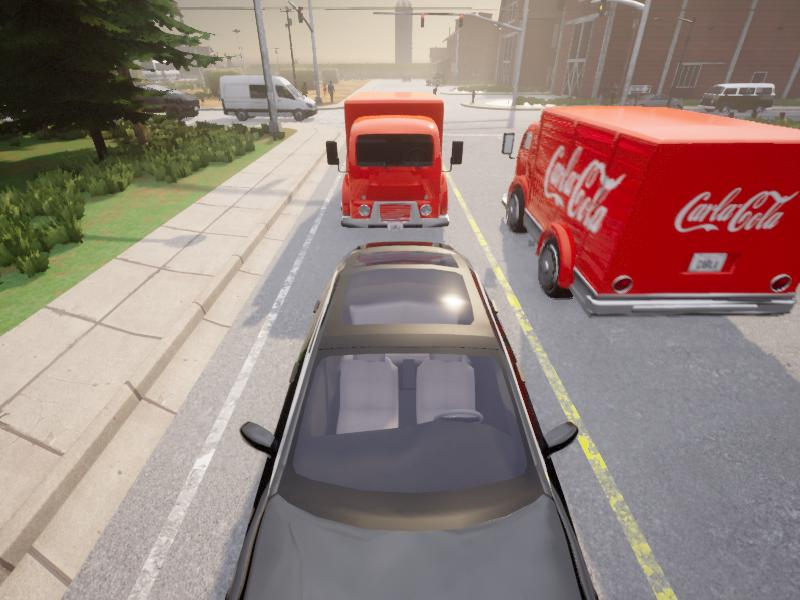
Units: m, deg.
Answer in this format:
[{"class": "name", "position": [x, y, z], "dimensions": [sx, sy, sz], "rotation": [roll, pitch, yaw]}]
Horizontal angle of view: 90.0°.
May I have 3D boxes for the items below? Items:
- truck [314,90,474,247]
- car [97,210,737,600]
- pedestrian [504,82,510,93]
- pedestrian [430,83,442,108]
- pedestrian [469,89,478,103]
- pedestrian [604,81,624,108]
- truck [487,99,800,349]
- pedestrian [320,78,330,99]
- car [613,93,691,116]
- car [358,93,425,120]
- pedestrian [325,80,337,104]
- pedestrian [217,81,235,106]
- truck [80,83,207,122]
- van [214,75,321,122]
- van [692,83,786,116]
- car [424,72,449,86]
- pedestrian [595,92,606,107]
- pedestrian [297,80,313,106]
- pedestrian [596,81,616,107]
[{"class": "truck", "position": [-0.138, -3.422, 9.427], "dimensions": [2.627, 2.467, 5.204], "rotation": [-1, 30, -1]}, {"class": "car", "position": [0.056, 0.761, 3.240], "dimensions": [2.128, 1.511, 4.902], "rotation": [0, 30, 0]}, {"class": "pedestrian", "position": [12.864, -25.471, 47.985], "dimensions": [0.500, 1.100, 0.500], "rotation": [7, 31, 12]}, {"class": "pedestrian", "position": [2.977, -16.967, 33.197], "dimensions": [0.751, 1.860, 0.751], "rotation": [-2, 30, -4]}, {"class": "pedestrian", "position": [6.624, -18.384, 36.077], "dimensions": [0.500, 1.100, 0.500], "rotation": [-19, 35, -29]}, {"class": "pedestrian", "position": [17.340, -16.664, 32.436], "dimensions": [0.751, 1.860, 0.751], "rotation": [-6, 31, -11]}, {"class": "truck", "position": [3.412, -1.768, 6.597], "dimensions": [2.627, 2.467, 5.204], "rotation": [0, 30, -1]}, {"class": "pedestrian", "position": [-7.604, -21.464, 40.591], "dimensions": [0.751, 1.860, 0.751], "rotation": [-11, 32, -18]}, {"class": "car", "position": [18.373, -14.350, 29.312], "dimensions": [4.181, 1.385, 1.994], "rotation": [0, 30, 0]}, {"class": "car", "position": [-0.584, -13.476, 27.774], "dimensions": [4.181, 1.385, 1.994], "rotation": [-15, 34, -24]}, {"class": "pedestrian", "position": [-6.063, -18.404, 35.357], "dimensions": [0.751, 1.860, 0.751], "rotation": [-10, 32, -17]}, {"class": "pedestrian", "position": [-14.573, -17.302, 33.500], "dimensions": [0.751, 1.860, 0.751], "rotation": [2, 30, 3]}, {"class": "truck", "position": [-16.488, -12.915, 26.103], "dimensions": [6.274, 2.098, 2.390], "rotation": [0, 30, 0]}, {"class": "van", "position": [-8.418, -13.098, 25.989], "dimensions": [5.915, 2.561, 1.988], "rotation": [0, 30, 0]}, {"class": "van", "position": [24.556, -14.638, 29.141], "dimensions": [4.480, 2.038, 2.069], "rotation": [0, 30, 0]}, {"class": "car", "position": [6.291, -37.974, 68.886], "dimensions": [1.905, 1.878, 3.866], "rotation": [-31, 40, -33]}, {"class": "pedestrian", "position": [16.365, -16.339, 32.633], "dimensions": [0.500, 1.100, 0.500], "rotation": [5, 31, 8]}, {"class": "pedestrian", "position": [-8.028, -17.542, 33.892], "dimensions": [0.751, 1.860, 0.751], "rotation": [17, 34, 27]}, {"class": "pedestrian", "position": [16.931, -16.939, 32.908], "dimensions": [0.751, 1.860, 0.751], "rotation": [-2, 30, -3]}]
